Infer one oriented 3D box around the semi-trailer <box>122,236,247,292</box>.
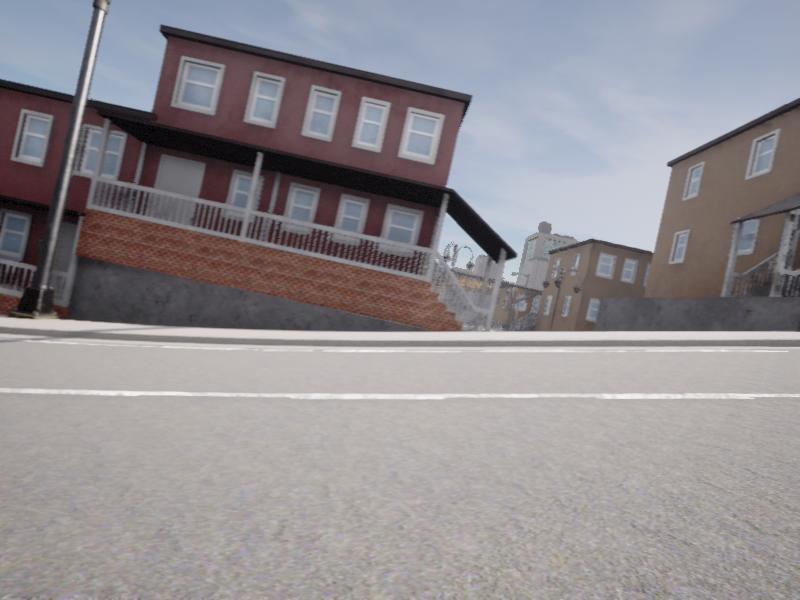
[{"bbox_3d":[-27.182,-4.282,52.027,2.717,4.402,14.254,11,-1,31],"label":"semi-trailer"}]
